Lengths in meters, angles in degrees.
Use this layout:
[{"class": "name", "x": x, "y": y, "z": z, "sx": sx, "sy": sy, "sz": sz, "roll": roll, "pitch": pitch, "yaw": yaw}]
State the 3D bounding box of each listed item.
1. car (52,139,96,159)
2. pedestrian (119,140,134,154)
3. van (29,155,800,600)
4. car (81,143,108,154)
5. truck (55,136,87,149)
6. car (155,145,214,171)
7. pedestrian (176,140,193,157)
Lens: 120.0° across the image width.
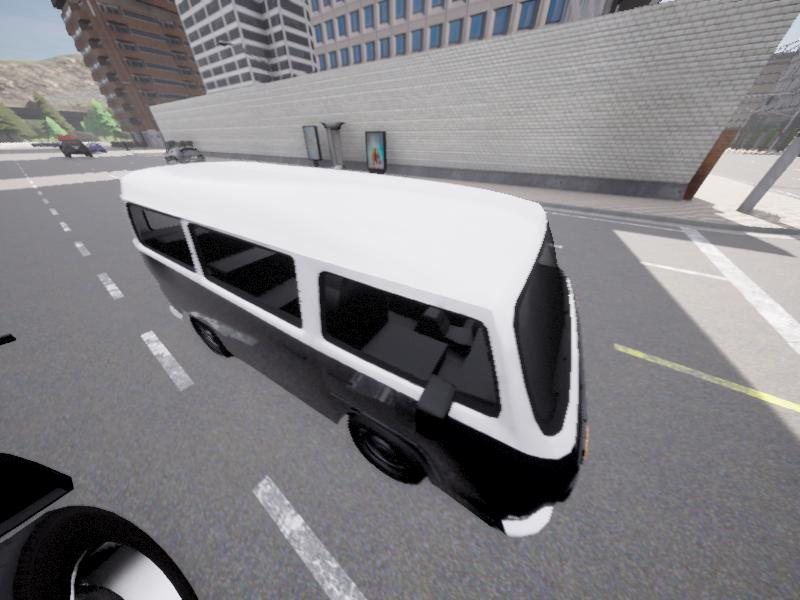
[{"class": "car", "x": -43.498, "y": -20.216, "z": 30.798, "sx": 5.566, "sy": 2.045, "sz": 2.150, "roll": 22, "pitch": 41, "yaw": 28}, {"class": "pedestrian", "x": -46.646, "y": -26.120, "z": 39.411, "sx": 0.751, "sy": 1.860, "sz": 0.751, "roll": -6, "pitch": 36, "yaw": -8}, {"class": "van", "x": -0.727, "y": -0.165, "z": 2.386, "sx": 4.480, "sy": 2.038, "sz": 2.069, "roll": 19, "pitch": 39, "yaw": 24}, {"class": "car", "x": -51.888, "y": -25.838, "z": 39.265, "sx": 4.193, "sy": 1.474, "sz": 1.816, "roll": 22, "pitch": 41, "yaw": 28}, {"class": "truck", "x": -79.319, "y": -38.162, "z": 55.865, "sx": 2.627, "sy": 2.467, "sz": 5.204, "roll": -23, "pitch": 41, "yaw": -29}, {"class": "car", "x": -19.003, "y": -12.585, "z": 20.377, "sx": 4.856, "sy": 1.649, "sz": 2.033, "roll": 22, "pitch": 41, "yaw": 28}, {"class": "pedestrian", "x": -27.305, "y": -19.222, "z": 29.292, "sx": 0.751, "sy": 1.860, "sz": 0.751, "roll": 23, "pitch": 41, "yaw": 29}]
